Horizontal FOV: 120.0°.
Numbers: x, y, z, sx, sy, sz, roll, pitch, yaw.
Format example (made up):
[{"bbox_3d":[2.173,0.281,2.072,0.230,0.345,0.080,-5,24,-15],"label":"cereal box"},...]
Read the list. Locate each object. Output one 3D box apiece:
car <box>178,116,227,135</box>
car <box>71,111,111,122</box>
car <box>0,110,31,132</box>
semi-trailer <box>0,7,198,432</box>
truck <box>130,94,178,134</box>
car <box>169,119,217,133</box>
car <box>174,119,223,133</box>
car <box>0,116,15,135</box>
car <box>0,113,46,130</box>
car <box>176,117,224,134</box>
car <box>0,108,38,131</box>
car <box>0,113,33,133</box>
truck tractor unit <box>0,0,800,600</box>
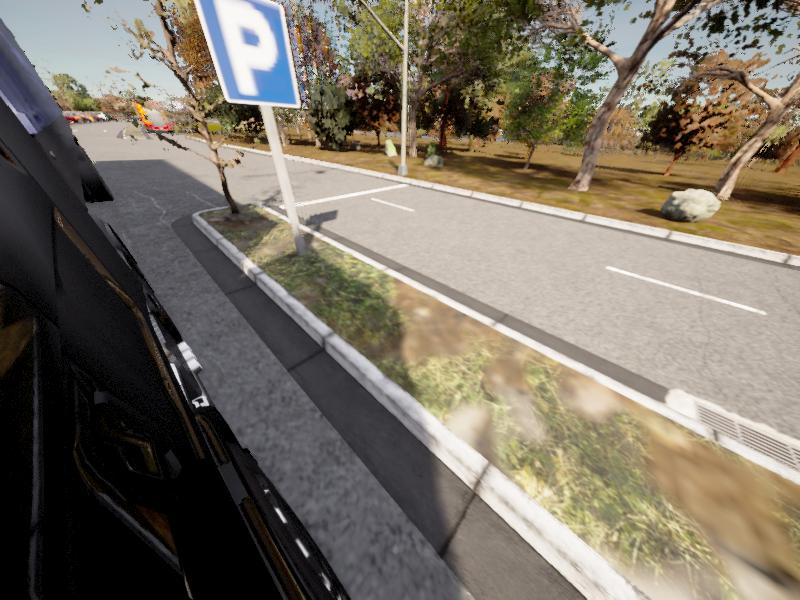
[{"bbox_3d":[-27.629,-24.501,32.497,1.878,1.987,4.442,20,40,21],"label":"car"},{"bbox_3d":[-79.997,-47.564,59.948,2.435,2.045,5.566,23,42,25],"label":"car"},{"bbox_3d":[-42.136,-18.124,23.346,2.185,1.767,4.553,19,41,21],"label":"car"},{"bbox_3d":[-8.530,-3.755,4.328,14.254,4.402,2.717,30,44,31],"label":"semi-trailer"},{"bbox_3d":[-33.821,-25.349,31.722,2.891,3.827,8.468,-27,46,-33],"label":"truck"},{"bbox_3d":[-33.589,-28.446,37.738,1.946,1.575,5.366,20,40,21],"label":"car"},{"bbox_3d":[-31.457,-27.242,36.277,1.946,1.575,5.366,20,40,21],"label":"car"},{"bbox_3d":[-38.216,-15.163,19.916,2.163,1.488,4.792,19,41,20],"label":"car"},{"bbox_3d":[-46.147,-20.865,26.956,2.231,1.521,4.892,19,41,21],"label":"car"},{"bbox_3d":[-29.584,-25.843,34.327,2.185,1.767,4.553,19,39,21],"label":"car"},{"bbox_3d":[-44.082,-19.692,25.142,1.878,1.987,4.442,19,41,21],"label":"car"},{"bbox_3d":[-40.008,-16.739,21.833,1.946,1.575,5.366,18,40,21],"label":"car"},{"bbox_3d":[-2.645,-0.295,0.351,6.516,4.208,3.053,28,44,30],"label":"truck tractor unit"}]
